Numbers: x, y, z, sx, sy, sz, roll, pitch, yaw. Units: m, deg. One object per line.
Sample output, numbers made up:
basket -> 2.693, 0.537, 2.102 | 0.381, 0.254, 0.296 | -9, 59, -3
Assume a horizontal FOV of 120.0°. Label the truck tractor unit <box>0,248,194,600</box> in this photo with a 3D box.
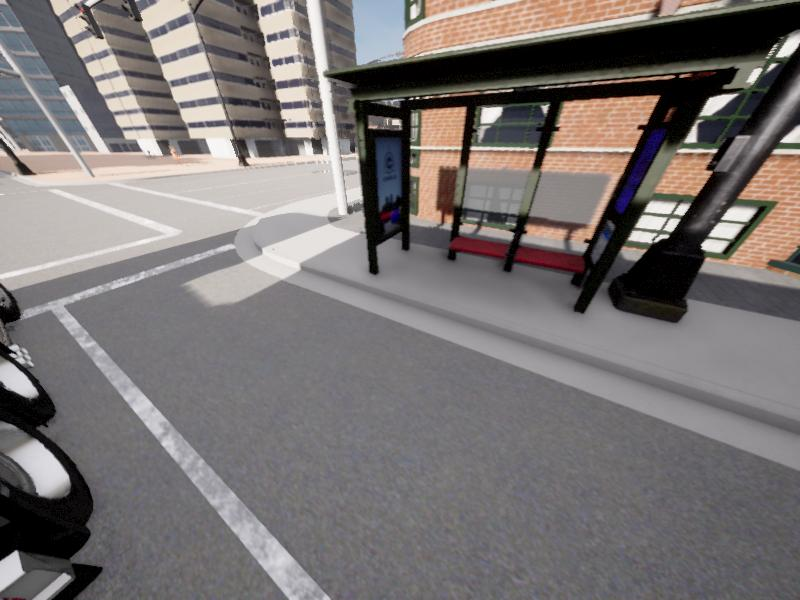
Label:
truck tractor unit -> -5.082, -0.328, 0.822 | 6.516, 4.208, 3.053 | 19, 39, 25
